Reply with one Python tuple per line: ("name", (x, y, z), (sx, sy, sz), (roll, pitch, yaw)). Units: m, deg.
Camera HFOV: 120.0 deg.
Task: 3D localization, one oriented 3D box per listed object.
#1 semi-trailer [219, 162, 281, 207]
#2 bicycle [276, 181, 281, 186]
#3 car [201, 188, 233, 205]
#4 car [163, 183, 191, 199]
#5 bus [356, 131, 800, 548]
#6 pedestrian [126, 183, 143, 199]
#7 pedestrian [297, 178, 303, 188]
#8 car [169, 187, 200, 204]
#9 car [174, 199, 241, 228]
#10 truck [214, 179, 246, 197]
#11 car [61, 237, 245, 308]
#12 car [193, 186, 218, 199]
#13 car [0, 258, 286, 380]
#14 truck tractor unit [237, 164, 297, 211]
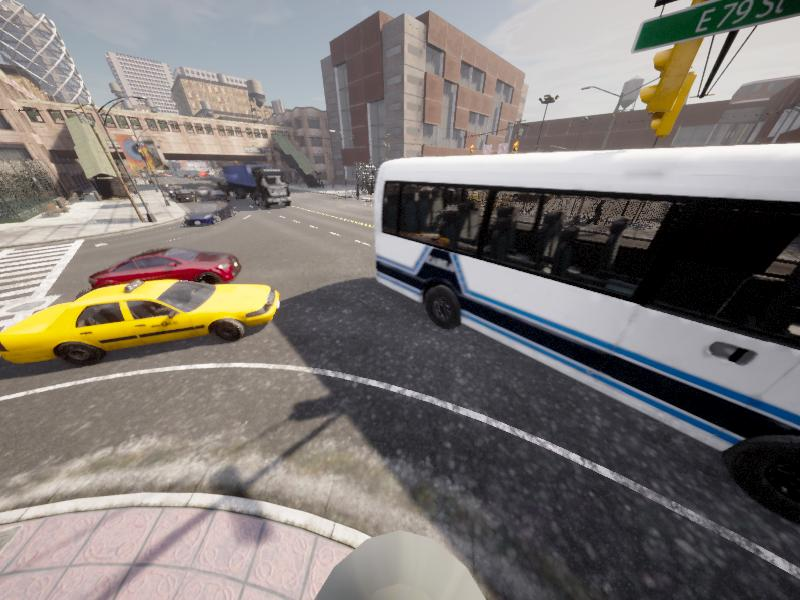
("semi-trailer", (-20.334, -15.721, 30.817), (2.717, 4.402, 14.254), (-25, 38, -36))
("bicycle", (-27.647, -26.484, 52.524), (1.643, 1.024, 0.373), (27, 29, 38))
("car", (-23.716, -13.462, 29.929), (2.033, 1.411, 5.357), (-26, 39, -37))
("car", (-33.366, -16.355, 34.546), (2.185, 1.767, 4.553), (-27, 39, -38))
("bus", (3.790, -0.823, 5.184), (3.944, 4.253, 10.273), (-25, 38, -37))
("pedestrian", (-36.608, -15.058, 31.873), (0.751, 1.860, 0.751), (-21, 36, -32))
("pedestrian", (-20.821, -24.357, 47.981), (0.751, 1.860, 0.751), (-14, 33, -23))
("car", (-28.751, -14.010, 30.735), (2.097, 1.535, 5.008), (-27, 39, -38))
("car", (-15.618, -7.297, 19.162), (2.163, 1.488, 4.792), (-5, 30, -9))
("truck", (-27.719, -18.296, 37.596), (2.390, 2.098, 6.274), (-26, 39, -37))
("car", (-8.617, -1.225, 8.759), (4.181, 1.385, 1.994), (-13, 32, -21))
("car", (-29.743, -16.472, 35.239), (1.895, 1.301, 4.718), (-26, 39, -37))
("car", (-6.189, 0.228, 6.031), (5.366, 1.575, 1.801), (-9, 31, -15))
("truck tractor unit", (-14.922, -12.752, 25.867), (3.053, 4.208, 6.516), (-26, 38, -37))
